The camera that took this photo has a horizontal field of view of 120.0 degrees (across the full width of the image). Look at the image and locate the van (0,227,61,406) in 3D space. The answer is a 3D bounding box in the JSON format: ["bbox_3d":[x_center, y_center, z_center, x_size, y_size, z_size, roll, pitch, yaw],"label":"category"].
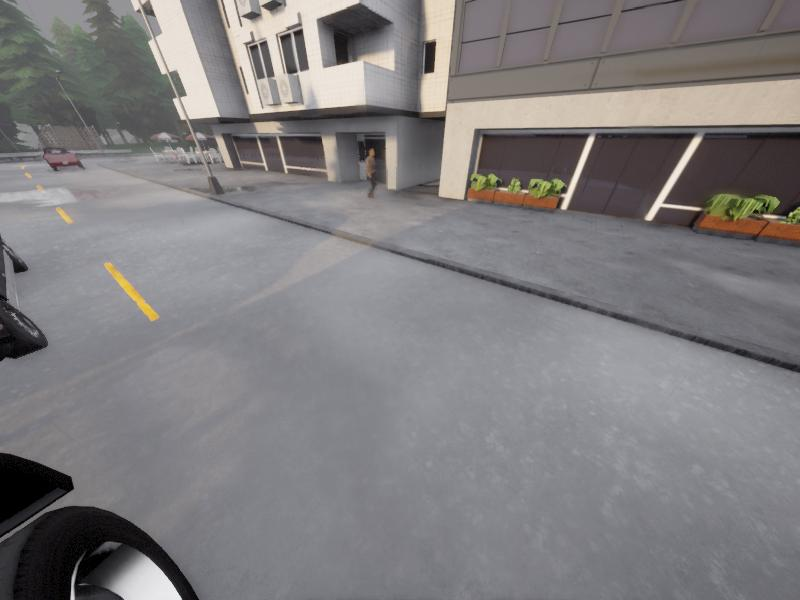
[{"bbox_3d":[-6.847,-0.658,2.606,5.915,2.561,1.988,22,40,28],"label":"van"}]

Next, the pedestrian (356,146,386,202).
[{"bbox_3d":[-1.104,-4.955,9.104,0.751,1.860,0.751,23,41,29],"label":"pedestrian"}]

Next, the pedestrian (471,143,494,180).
[{"bbox_3d":[5.135,-8.633,14.411,0.751,1.860,0.751,26,43,32],"label":"pedestrian"}]

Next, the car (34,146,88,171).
[{"bbox_3d":[-27.655,-11.603,18.870,3.633,1.501,1.845,25,42,30],"label":"car"}]

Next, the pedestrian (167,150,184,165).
[{"bbox_3d":[-20.060,-12.715,20.652,0.500,1.100,0.500,9,36,12],"label":"pedestrian"}]
